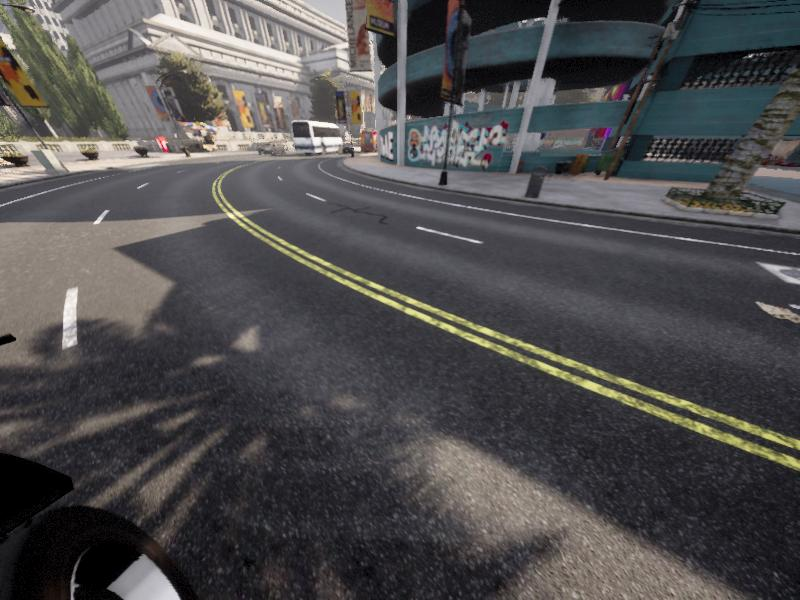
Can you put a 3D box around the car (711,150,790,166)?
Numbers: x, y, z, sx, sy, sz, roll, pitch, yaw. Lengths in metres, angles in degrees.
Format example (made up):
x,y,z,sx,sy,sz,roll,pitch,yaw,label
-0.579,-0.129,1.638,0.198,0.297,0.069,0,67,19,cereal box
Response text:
x,y,z,sx,sy,sz,roll,pitch,yaw,label
40.555,-16.605,26.933,4.718,1.301,1.895,19,39,24,car

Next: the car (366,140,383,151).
x,y,z,sx,sy,sz,roll,pitch,yaw,label
-5.478,-33.548,50.240,1.905,1.878,3.866,18,39,24,car

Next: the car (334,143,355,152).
x,y,z,sx,sy,sz,roll,pitch,yaw,label
-11.386,-31.556,47.761,1.994,1.385,4.181,18,39,23,car

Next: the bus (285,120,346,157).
x,y,z,sx,sy,sz,roll,pitch,yaw,label
-12.904,-25.815,37.006,3.944,4.253,10.273,8,36,11,bus

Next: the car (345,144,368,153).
x,y,z,sx,sy,sz,roll,pitch,yaw,label
-8.560,-30.166,45.876,1.895,1.301,4.718,17,38,22,car

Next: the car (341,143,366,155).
x,y,z,sx,sy,sz,roll,pitch,yaw,label
-7.983,-26.350,40.216,2.038,1.542,4.974,13,37,17,car

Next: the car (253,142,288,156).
x,y,z,sx,sy,sz,roll,pitch,yaw,label
-20.284,-23.896,36.405,2.242,1.667,4.611,7,35,10,car

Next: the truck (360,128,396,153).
x,y,z,sx,sy,sz,roll,pitch,yaw,label
-4.102,-31.699,45.925,2.891,3.827,8.468,18,38,23,truck

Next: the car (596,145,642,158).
x,y,z,sx,sy,sz,roll,pitch,yaw,label
34.621,-23.631,36.746,4.902,1.511,2.128,19,39,24,car
